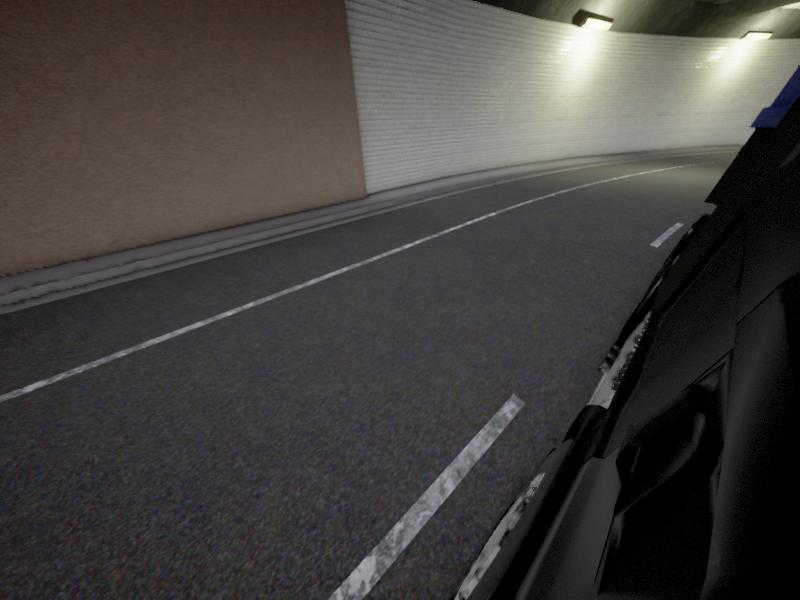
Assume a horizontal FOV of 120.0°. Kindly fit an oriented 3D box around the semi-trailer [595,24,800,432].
[{"bbox_3d":[8.852,-3.497,4.068,14.254,4.402,2.717,-26,43,-28],"label":"semi-trailer"}]

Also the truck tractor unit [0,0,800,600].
[{"bbox_3d":[2.645,-0.295,0.351,6.516,4.208,3.053,-28,44,-30],"label":"truck tractor unit"}]
